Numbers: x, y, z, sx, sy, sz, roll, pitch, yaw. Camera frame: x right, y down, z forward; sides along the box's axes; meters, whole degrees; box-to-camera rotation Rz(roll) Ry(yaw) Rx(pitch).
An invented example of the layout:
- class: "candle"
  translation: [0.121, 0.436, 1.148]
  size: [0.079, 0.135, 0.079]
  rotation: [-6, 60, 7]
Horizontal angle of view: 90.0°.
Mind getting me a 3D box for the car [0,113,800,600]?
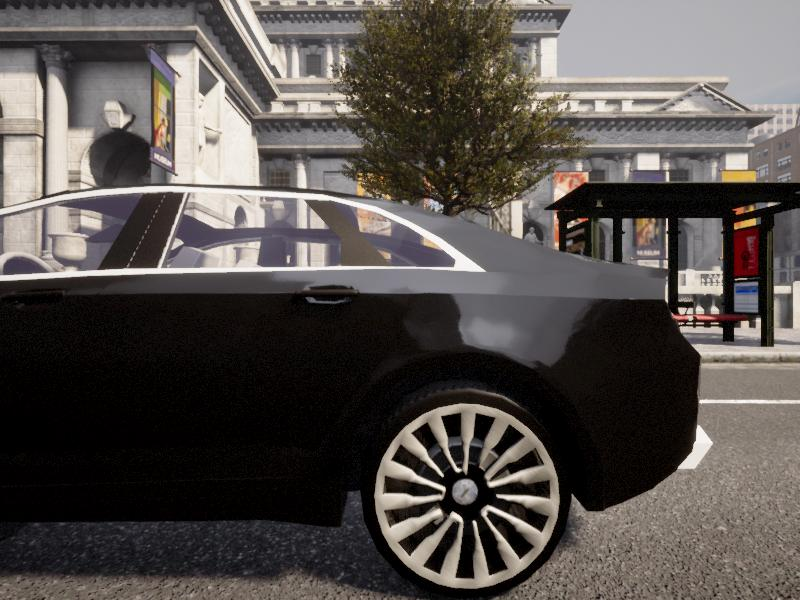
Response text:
- class: "car"
  translation: [-1.169, 0.236, 2.211]
  size: [4.902, 1.511, 2.128]
  rotation: [0, 0, 1]
